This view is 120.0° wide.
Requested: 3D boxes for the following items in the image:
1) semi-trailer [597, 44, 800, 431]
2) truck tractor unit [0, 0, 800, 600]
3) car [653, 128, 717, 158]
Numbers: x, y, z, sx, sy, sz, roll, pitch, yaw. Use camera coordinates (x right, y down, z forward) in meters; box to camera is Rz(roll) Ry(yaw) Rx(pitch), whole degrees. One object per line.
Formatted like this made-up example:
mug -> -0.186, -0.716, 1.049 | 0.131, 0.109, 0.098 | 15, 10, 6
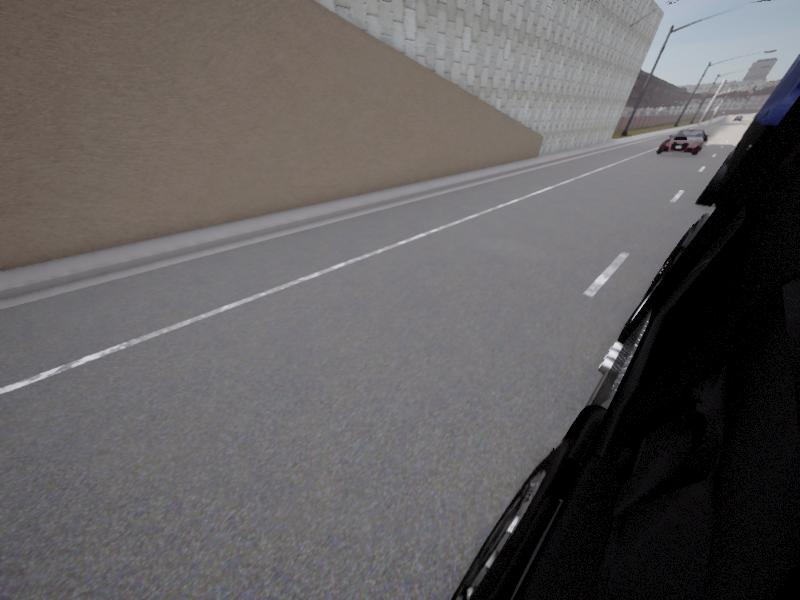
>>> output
semi-trailer -> 8.706, -3.582, 4.246 | 14.254, 4.402, 2.717 | -28, 44, -30
truck tractor unit -> 2.645, -0.295, 0.351 | 6.516, 4.208, 3.053 | -28, 44, -30
car -> 19.738, -10.941, 15.993 | 4.181, 1.385, 1.994 | -28, 44, -30
